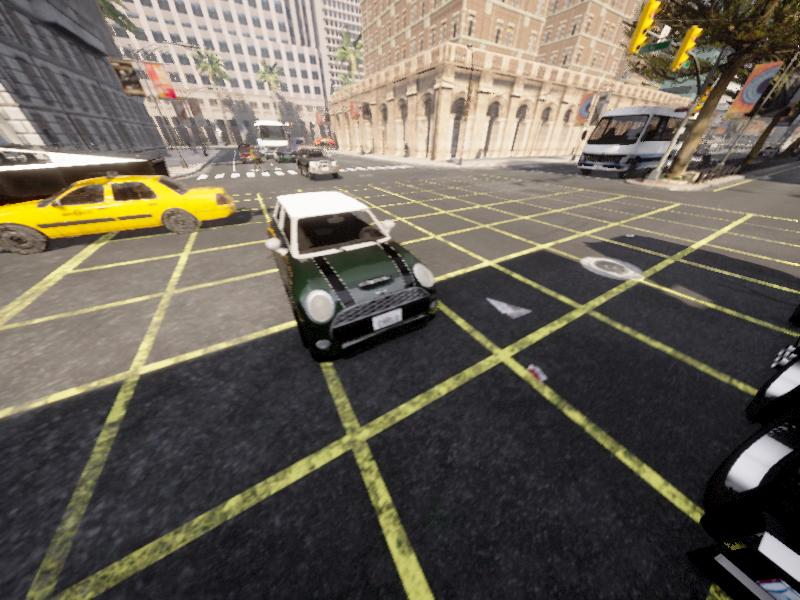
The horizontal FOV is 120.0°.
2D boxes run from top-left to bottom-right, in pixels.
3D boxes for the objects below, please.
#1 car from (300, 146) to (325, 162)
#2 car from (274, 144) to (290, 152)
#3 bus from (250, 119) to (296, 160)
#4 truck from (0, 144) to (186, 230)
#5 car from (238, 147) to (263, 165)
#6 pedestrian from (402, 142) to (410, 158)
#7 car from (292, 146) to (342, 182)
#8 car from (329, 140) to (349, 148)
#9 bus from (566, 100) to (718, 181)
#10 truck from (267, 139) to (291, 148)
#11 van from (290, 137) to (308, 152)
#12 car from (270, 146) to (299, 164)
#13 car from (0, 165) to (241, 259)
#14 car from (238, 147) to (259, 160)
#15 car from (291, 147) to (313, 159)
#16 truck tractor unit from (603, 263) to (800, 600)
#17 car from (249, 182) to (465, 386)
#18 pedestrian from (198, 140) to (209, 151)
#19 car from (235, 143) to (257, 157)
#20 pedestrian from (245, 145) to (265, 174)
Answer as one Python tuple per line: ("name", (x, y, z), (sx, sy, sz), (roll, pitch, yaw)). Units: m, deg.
("car", (-11.037, -18.466, 29.170), (1.816, 1.474, 4.193), (-18, 39, -25))
("car", (-25.392, -32.704, 49.586), (2.033, 1.411, 5.357), (-18, 39, -24))
("bus", (-18.547, -23.178, 33.448), (3.944, 4.253, 10.273), (-18, 39, -24))
("truck", (-11.682, -3.846, 7.596), (6.274, 2.098, 2.390), (-18, 39, -24))
("car", (-17.072, -16.471, 26.276), (1.812, 1.442, 4.674), (-18, 39, -25))
("pedestrian", (0.857, -20.205, 31.130), (0.751, 1.860, 0.751), (-18, 39, -25))
("car", (-5.880, -9.651, 16.188), (1.932, 1.855, 4.605), (-18, 39, -25))
("car", (-19.685, -50.273, 74.335), (5.566, 2.045, 2.150), (-18, 39, -24))
("bus", (18.876, -12.312, 18.156), (10.273, 4.253, 3.944), (-18, 39, -24))
("truck", (-35.063, -45.504, 67.284), (2.390, 2.098, 6.274), (10, 36, 14))
("van", (-22.064, -33.868, 50.287), (1.988, 2.561, 5.915), (-18, 39, -24))
("car", (-13.514, -16.972, 26.951), (2.038, 1.542, 4.974), (-18, 39, -25))
("car", (-7.743, -2.611, 6.309), (5.366, 1.575, 1.801), (-18, 39, -24))
("car", (-20.532, -19.799, 31.159), (1.895, 1.301, 4.718), (-18, 39, -25))
("car", (-14.462, -21.775, 34.055), (1.895, 1.301, 4.718), (-18, 39, -24))
("truck tractor unit", (5.107, -0.305, 0.788), (6.516, 4.208, 3.053), (-18, 39, -24))
("car", (-1.092, -0.854, 3.934), (1.970, 1.475, 3.806), (-18, 39, -25))
("pedestrian", (-38.068, -29.903, 44.728), (0.751, 1.860, 0.751), (-7, 35, -10))
("car", (-24.028, -23.451, 36.051), (2.242, 1.667, 4.611), (-18, 39, -24))
("pedestrian", (-11.184, -10.839, 17.822), (0.751, 1.860, 0.751), (-20, 40, -26))
